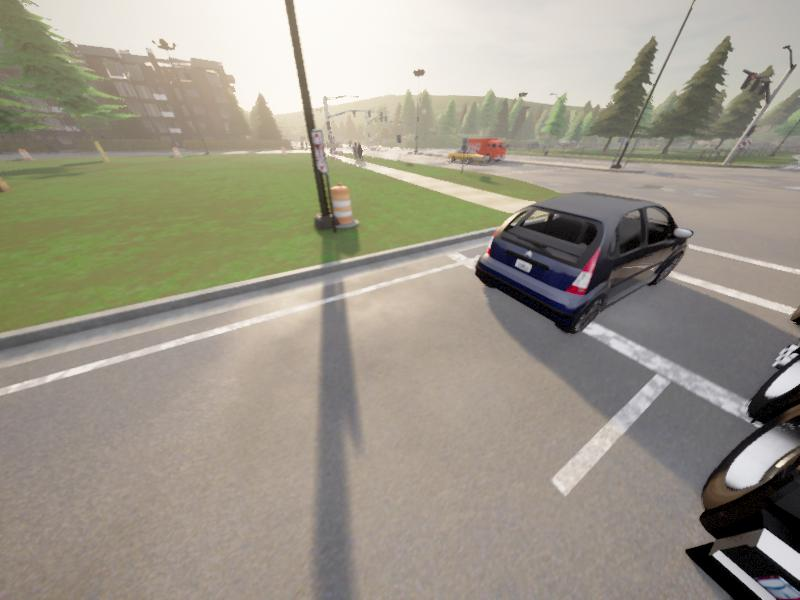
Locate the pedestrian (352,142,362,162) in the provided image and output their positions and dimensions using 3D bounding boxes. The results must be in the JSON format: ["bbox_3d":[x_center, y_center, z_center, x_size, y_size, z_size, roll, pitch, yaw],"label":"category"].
[{"bbox_3d":[-4.759,-16.342,25.496,0.751,1.860,0.751,-14,37,-20],"label":"pedestrian"}]

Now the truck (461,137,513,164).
[{"bbox_3d":[10.472,-18.318,28.264,2.627,2.467,5.204,-17,38,-24],"label":"truck"}]

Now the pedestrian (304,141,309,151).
[{"bbox_3d":[-21.526,-35.540,53.192,0.751,1.860,0.751,-19,39,-26],"label":"pedestrian"}]

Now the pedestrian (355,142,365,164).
[{"bbox_3d":[-4.120,-15.220,23.889,0.751,1.860,0.751,-12,37,-17],"label":"pedestrian"}]

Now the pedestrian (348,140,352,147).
[{"bbox_3d":[-15.420,-48.535,71.644,0.751,1.860,0.751,-21,40,-27],"label":"pedestrian"}]

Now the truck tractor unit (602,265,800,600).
[{"bbox_3d":[5.113,-0.299,0.777,6.516,4.208,3.053,-18,39,-24],"label":"truck tractor unit"}]

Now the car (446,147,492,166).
[{"bbox_3d":[7.746,-16.656,26.607,1.801,1.575,5.366,-17,39,-24],"label":"car"}]

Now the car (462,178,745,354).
[{"bbox_3d":[3.366,-0.977,4.027,3.988,1.617,1.851,-18,39,-24],"label":"car"}]
